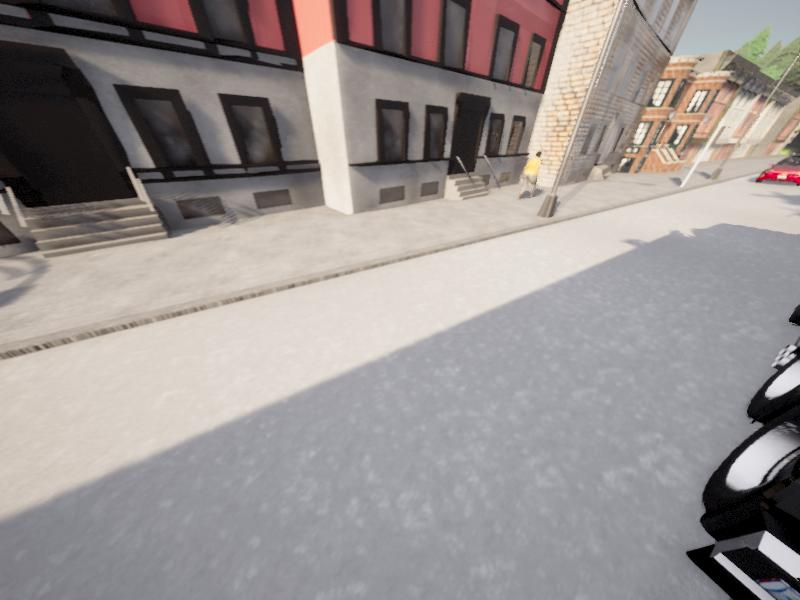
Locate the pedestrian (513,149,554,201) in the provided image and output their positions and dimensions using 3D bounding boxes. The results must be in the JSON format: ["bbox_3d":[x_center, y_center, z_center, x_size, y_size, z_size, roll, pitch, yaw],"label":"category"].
[{"bbox_3d":[5.650,-5.332,9.872,0.751,1.860,0.751,-17,38,-23],"label":"pedestrian"}]

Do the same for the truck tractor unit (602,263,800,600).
[{"bbox_3d":[5.108,-0.303,0.785,6.516,4.208,3.053,-18,39,-24],"label":"truck tractor unit"}]

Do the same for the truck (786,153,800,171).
[{"bbox_3d":[40.532,-13.727,21.947,5.204,2.467,2.627,-18,39,-24],"label":"truck"}]

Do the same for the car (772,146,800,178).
[{"bbox_3d":[33.141,-11.166,18.570,5.566,2.045,2.150,-18,39,-24],"label":"car"}]

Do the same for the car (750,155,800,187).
[{"bbox_3d":[26.042,-8.640,15.329,4.514,1.525,2.007,-18,39,-24],"label":"car"}]
